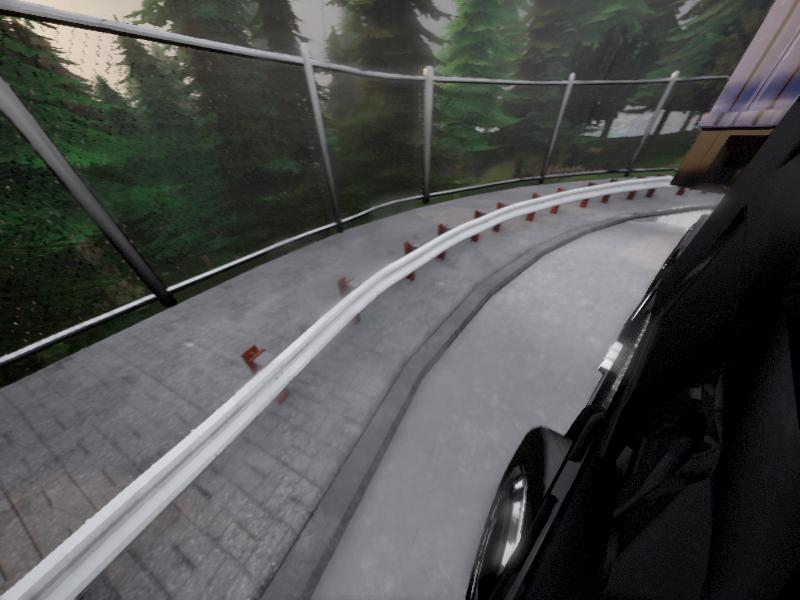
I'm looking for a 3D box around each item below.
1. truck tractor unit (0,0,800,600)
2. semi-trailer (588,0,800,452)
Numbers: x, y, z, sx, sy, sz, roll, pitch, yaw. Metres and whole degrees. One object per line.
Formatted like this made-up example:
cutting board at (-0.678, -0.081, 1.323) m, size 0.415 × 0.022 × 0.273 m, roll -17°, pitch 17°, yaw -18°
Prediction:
truck tractor unit at (2.645, -0.295, 0.351) m, size 6.516 × 4.208 × 3.053 m, roll -28°, pitch 44°, yaw -30°
semi-trailer at (10.053, -1.779, 1.692) m, size 14.254 × 4.402 × 2.717 m, roll -6°, pitch 36°, yaw -4°
